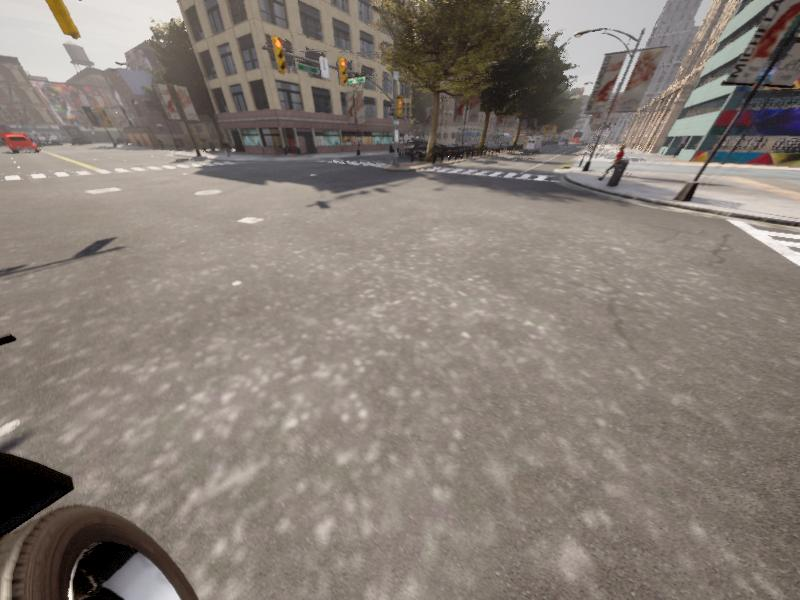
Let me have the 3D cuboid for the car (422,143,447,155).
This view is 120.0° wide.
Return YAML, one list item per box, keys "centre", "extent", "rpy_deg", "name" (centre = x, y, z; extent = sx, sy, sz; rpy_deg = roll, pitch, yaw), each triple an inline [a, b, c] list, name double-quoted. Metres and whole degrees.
- centre: [5.513, -24.119, 36.808]
  extent: [2.007, 1.525, 4.514]
  rpy_deg: [22, 41, 28]
  name: "car"

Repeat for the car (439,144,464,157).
- centre: [7.660, -22.289, 34.373]
  extent: [1.994, 1.385, 4.181]
  rpy_deg: [22, 41, 27]
  name: "car"

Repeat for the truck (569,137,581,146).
- centre: [61.890, -55.955, 81.637]
  extent: [2.627, 2.467, 5.204]
  rpy_deg: [22, 41, 28]
  name: "truck"

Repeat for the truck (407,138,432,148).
- centre: [5.158, -41.746, 61.285]
  extent: [6.274, 2.098, 2.390]
  rpy_deg: [21, 40, 27]
  name: "truck"

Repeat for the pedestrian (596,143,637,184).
- centre: [11.892, -7.530, 12.768]
  extent: [0.751, 1.860, 0.751]
  rpy_deg: [-14, 38, -20]
  name: "pedestrian"

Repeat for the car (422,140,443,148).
- centre: [8.771, -42.617, 63.002]
  extent: [5.366, 1.575, 1.801]
  rpy_deg: [20, 40, 26]
  name: "car"

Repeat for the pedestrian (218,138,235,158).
- centre: [-19.504, -17.058, 25.967]
  extent: [0.751, 1.860, 0.751]
  rpy_deg: [26, 43, 32]
  name: "pedestrian"

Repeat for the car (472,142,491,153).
- centre: [15.240, -28.658, 43.262]
  extent: [1.851, 1.617, 3.988]
  rpy_deg: [22, 41, 28]
  name: "car"

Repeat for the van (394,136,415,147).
- centre: [1.326, -45.895, 66.747]
  extent: [5.915, 2.561, 1.988]
  rpy_deg: [21, 40, 27]
  name: "van"

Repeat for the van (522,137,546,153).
- centre: [24.980, -28.948, 43.055]
  extent: [2.351, 2.431, 6.366]
  rpy_deg: [22, 41, 28]
  name: "van"

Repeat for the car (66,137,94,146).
- centre: [-82.161, -40.922, 59.473]
  extent: [1.932, 1.855, 4.605]
  rpy_deg: [-13, 37, -18]
  name: "car"

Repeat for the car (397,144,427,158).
- centre: [1.718, -20.901, 32.283]
  extent: [1.812, 1.442, 4.674]
  rpy_deg: [22, 41, 28]
  name: "car"

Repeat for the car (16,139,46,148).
- centre: [-78.678, -33.492, 49.346]
  extent: [2.007, 1.525, 4.514]
  rpy_deg: [-25, 43, -31]
  name: "car"

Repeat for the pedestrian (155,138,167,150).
- centre: [-43.652, -28.509, 42.225]
  extent: [0.751, 1.860, 0.751]
  rpy_deg: [22, 41, 28]
  name: "pedestrian"

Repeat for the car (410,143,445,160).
- centre: [3.528, -18.989, 29.396]
  extent: [2.242, 1.667, 4.611]
  rpy_deg: [22, 41, 28]
  name: "car"

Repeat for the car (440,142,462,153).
- centre: [9.216, -27.199, 41.235]
  extent: [1.837, 1.490, 4.892]
  rpy_deg: [22, 40, 27]
  name: "car"

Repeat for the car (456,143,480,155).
- centre: [11.459, -25.488, 38.819]
  extent: [2.128, 1.511, 4.902]
  rpy_deg: [22, 41, 28]
  name: "car"

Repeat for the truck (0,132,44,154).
- centre: [-55.600, -23.000, 33.825]
  extent: [5.204, 2.467, 2.627]
  rpy_deg: [22, 41, 28]
  name: "truck"
